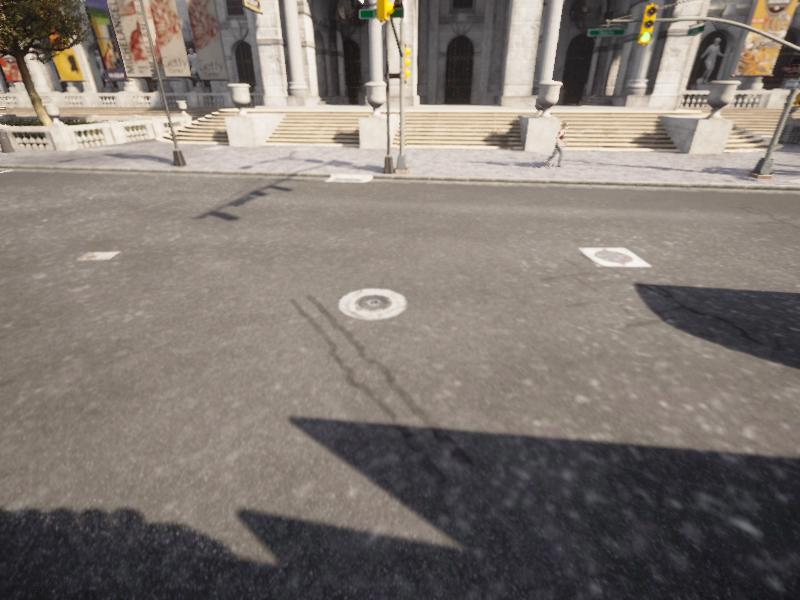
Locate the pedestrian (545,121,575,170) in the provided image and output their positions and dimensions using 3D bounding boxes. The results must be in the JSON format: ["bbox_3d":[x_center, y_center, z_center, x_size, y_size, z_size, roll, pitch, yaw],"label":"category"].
[{"bbox_3d":[6.796,-6.590,17.031,0.751,1.860,0.751,4,27,8],"label":"pedestrian"}]

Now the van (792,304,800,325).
[{"bbox_3d":[8.703,-0.187,4.184,5.915,2.561,1.988,4,27,8],"label":"van"}]
